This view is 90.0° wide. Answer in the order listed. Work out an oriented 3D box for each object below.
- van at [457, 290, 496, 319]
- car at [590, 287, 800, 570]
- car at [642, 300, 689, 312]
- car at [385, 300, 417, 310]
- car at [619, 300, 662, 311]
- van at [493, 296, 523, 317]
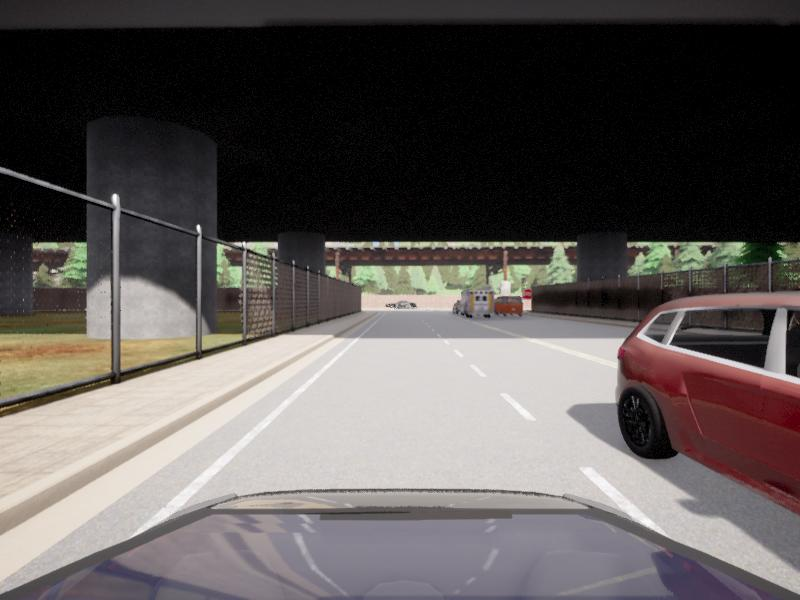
[{"bbox_3d":[7.008,0.390,37.397,2.351,2.431,6.366,0,0,0],"label":"van"},{"bbox_3d":[3.479,0.757,2.621,2.242,1.667,4.611,0,0,0],"label":"car"},{"bbox_3d":[37.376,0.788,56.392,5.238,1.638,1.930,0,0,1],"label":"car"},{"bbox_3d":[0.172,0.791,67.420,5.238,1.638,1.930,0,0,1],"label":"car"},{"bbox_3d":[35.868,0.789,59.856,5.238,1.638,1.930,1,0,3],"label":"car"},{"bbox_3d":[10.506,0.608,39.139,1.775,1.987,4.442,0,0,0],"label":"van"}]
